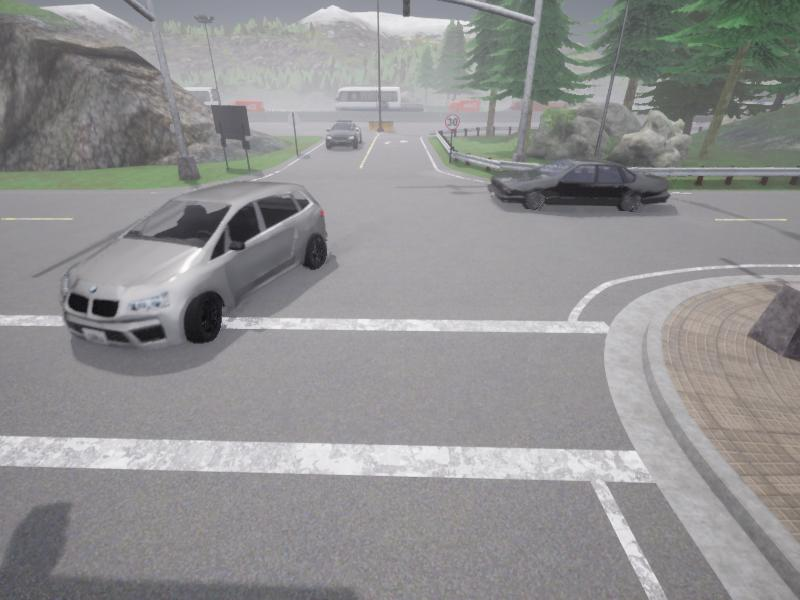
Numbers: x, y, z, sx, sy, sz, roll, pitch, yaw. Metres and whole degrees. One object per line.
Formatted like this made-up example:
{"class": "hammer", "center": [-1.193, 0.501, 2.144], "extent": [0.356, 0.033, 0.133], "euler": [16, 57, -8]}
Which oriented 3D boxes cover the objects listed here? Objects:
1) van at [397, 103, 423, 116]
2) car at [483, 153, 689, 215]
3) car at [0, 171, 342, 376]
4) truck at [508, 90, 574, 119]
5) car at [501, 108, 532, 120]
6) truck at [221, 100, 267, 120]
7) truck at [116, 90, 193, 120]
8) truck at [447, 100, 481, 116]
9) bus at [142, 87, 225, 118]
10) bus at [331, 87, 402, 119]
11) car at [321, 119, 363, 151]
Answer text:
{"class": "van", "center": [1.664, -32.165, 67.520], "extent": [4.442, 1.987, 1.775], "euler": [0, 27, 0]}
{"class": "car", "center": [5.591, -3.678, 12.580], "extent": [5.357, 1.411, 2.033], "euler": [0, 27, -5]}
{"class": "car", "center": [-3.106, -0.941, 6.768], "extent": [2.242, 1.667, 4.611], "euler": [8, 27, 18]}
{"class": "truck", "center": [21.303, -29.784, 60.865], "extent": [8.468, 3.827, 2.891], "euler": [0, 27, 0]}
{"class": "car", "center": [16.862, -27.137, 58.287], "extent": [3.806, 1.475, 1.970], "euler": [0, 27, 0]}
{"class": "truck", "center": [-22.562, -27.590, 58.085], "extent": [5.204, 2.467, 2.627], "euler": [0, 27, 0]}
{"class": "truck", "center": [-35.322, -28.204, 57.786], "extent": [8.468, 3.827, 2.891], "euler": [0, 27, 0]}
{"class": "truck", "center": [10.654, -32.378, 67.404], "extent": [5.204, 2.467, 2.627], "euler": [0, 27, 0]}
{"class": "bus", "center": [-34.190, -31.533, 63.802], "extent": [10.273, 4.253, 3.944], "euler": [0, 27, 0]}
{"class": "bus", "center": [-4.910, -29.925, 60.671], "extent": [10.273, 4.253, 3.944], "euler": [0, 27, 0]}
{"class": "car", "center": [-3.621, -10.819, 26.017], "extent": [2.038, 1.542, 4.974], "euler": [0, 27, 0]}
